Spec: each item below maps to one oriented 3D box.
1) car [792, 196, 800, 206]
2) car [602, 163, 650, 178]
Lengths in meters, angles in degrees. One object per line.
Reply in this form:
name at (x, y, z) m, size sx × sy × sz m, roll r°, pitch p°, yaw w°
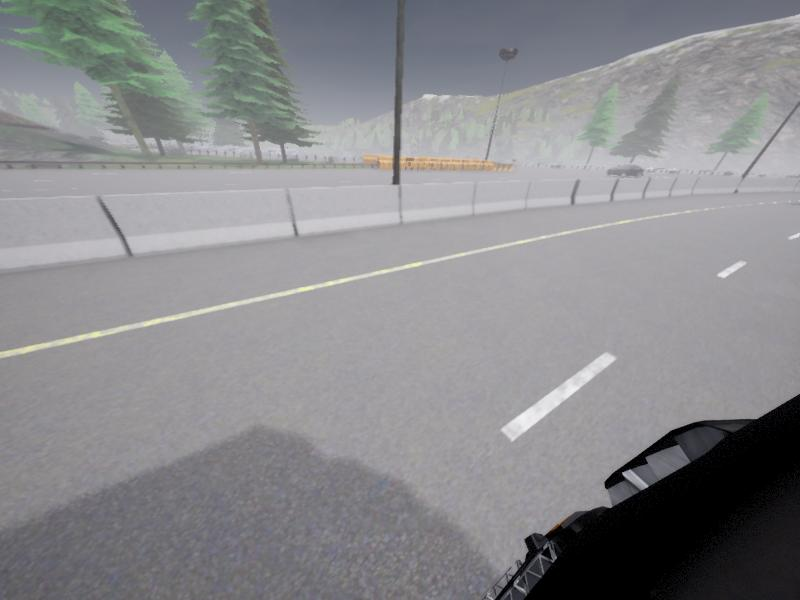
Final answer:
car at (29.109, -6.805, 15.012) m, size 5.357 × 1.411 × 2.033 m, roll -9°, pitch 35°, yaw -16°
car at (29.964, -17.152, 30.634) m, size 5.008 × 1.535 × 1.882 m, roll -8°, pitch 34°, yaw -16°
